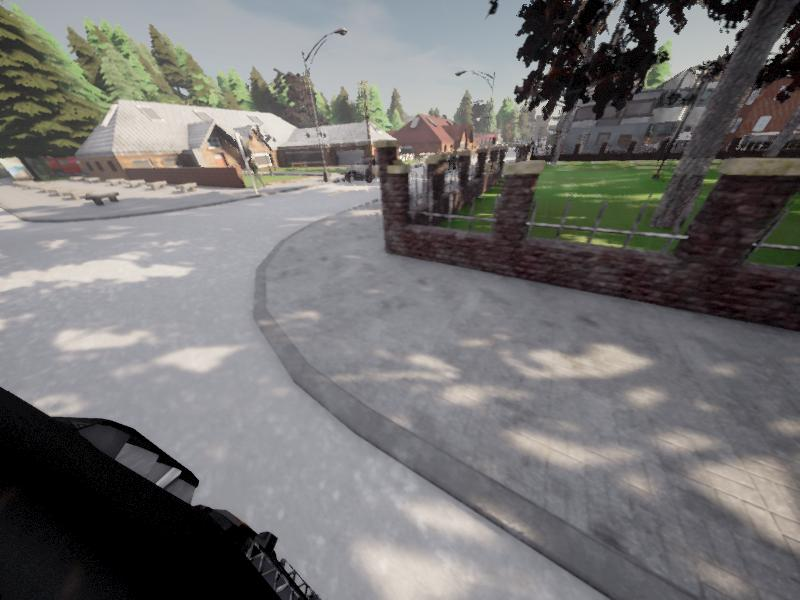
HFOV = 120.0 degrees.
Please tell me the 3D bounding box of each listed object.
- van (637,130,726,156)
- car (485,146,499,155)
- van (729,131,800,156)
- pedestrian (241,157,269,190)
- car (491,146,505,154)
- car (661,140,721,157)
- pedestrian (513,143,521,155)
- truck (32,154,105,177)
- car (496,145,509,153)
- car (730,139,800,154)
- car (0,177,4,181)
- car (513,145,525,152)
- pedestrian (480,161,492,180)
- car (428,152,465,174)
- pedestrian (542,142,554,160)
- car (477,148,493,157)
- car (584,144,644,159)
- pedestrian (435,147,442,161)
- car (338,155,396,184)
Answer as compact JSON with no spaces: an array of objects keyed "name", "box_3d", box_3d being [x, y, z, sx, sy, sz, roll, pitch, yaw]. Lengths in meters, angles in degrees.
[{"name":"van","box_3d":[34.965,-19.740,29.176,6.366,2.431,2.351,16,38,26]},{"name":"car","box_3d":[20.956,-33.970,52.441,1.851,1.617,3.988,16,38,26]},{"name":"van","box_3d":[38.155,-15.953,23.621,4.442,1.987,1.775,15,37,24]},{"name":"pedestrian","box_3d":[-9.788,-8.580,15.702,0.751,1.860,0.751,6,34,12]},{"name":"car","box_3d":[24.243,-37.155,57.145,2.163,1.488,4.792,16,38,26]},{"name":"car","box_3d":[33.008,-17.291,26.422,3.633,1.501,1.845,15,37,25]},{"name":"pedestrian","box_3d":[22.133,-28.617,43.820,0.751,1.860,0.751,23,41,33]},{"name":"truck","box_3d":[-74.819,-30.635,52.512,2.891,3.827,8.468,16,38,26]},{"name":"car","box_3d":[27.478,-40.345,61.746,2.163,1.488,4.792,16,38,26]},{"name":"car","box_3d":[41.421,-17.192,25.893,4.718,1.301,1.895,18,39,28]},{"name":"car","box_3d":[-76.544,-22.094,41.923,1.994,1.385,4.181,-3,33,0]},{"name":"car","box_3d":[31.279,-39.712,60.469,1.882,1.535,5.008,16,38,26]},{"name":"pedestrian","box_3d":[5.692,-8.606,15.357,0.500,1.100,0.500,16,38,26]},{"name":"car","box_3d":[4.620,-13.443,22.589,1.882,1.535,5.008,16,38,26]},{"name":"pedestrian","box_3d":[18.319,-18.406,28.612,0.751,1.860,0.751,16,38,26]},{"name":"car","box_3d":[17.479,-30.393,47.490,1.994,1.385,4.181,16,38,26]},{"name":"car","box_3d":[27.171,-19.066,29.643,5.357,1.411,2.033,17,38,27]},{"name":"pedestrian","box_3d":[6.236,-23.528,37.212,0.751,1.860,0.751,17,38,27]},{"name":"car","box_3d":[-2.521,-10.786,18.950,2.242,1.667,4.611,16,38,26]}]
